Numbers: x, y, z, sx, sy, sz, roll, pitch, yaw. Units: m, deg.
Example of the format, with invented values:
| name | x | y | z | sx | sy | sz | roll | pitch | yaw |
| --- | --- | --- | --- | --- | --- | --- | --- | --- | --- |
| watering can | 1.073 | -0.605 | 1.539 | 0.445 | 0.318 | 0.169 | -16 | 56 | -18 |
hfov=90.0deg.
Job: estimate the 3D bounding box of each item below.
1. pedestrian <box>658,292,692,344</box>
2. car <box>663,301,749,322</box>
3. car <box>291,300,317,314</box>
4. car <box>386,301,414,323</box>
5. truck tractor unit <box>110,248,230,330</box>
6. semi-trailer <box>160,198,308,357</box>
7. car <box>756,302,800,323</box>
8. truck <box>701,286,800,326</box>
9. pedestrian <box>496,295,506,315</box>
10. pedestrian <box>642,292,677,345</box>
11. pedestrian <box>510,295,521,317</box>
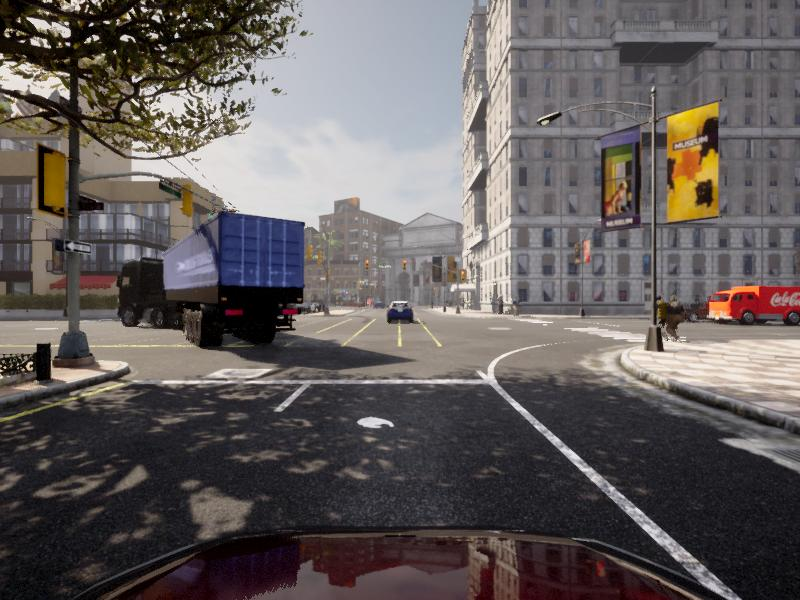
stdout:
| name | x | y | z | sx | sy | sz | roll | pitch | yaw |
| --- | --- | --- | --- | --- | --- | --- | --- | --- | --- |
| pedestrian | 9.961 | 0.636 | 14.511 | 0.751 | 1.860 | 0.751 | 0 | 0 | 6 |
| car | 22.330 | 0.844 | 29.310 | 4.892 | 1.490 | 1.837 | 0 | 0 | 0 |
| car | -11.489 | 0.825 | 48.237 | 2.038 | 1.542 | 4.974 | 0 | 0 | 0 |
| car | 0.009 | 0.852 | 29.791 | 1.970 | 1.475 | 3.806 | 0 | 0 | 0 |
| truck tractor unit | -13.468 | -0.535 | 23.382 | 6.516 | 4.208 | 3.053 | 0 | -1 | 28 |
| semi-trailer | -8.230 | -0.630 | 17.617 | 2.717 | 4.402 | 14.254 | 0 | 0 | -36 |
| car | 29.673 | 0.894 | 29.345 | 5.357 | 1.411 | 2.033 | 0 | 0 | 0 |
| truck | 23.036 | 0.356 | 25.821 | 5.204 | 2.467 | 2.627 | 0 | 0 | -1 |
| pedestrian | 9.606 | 0.484 | 38.139 | 0.751 | 1.860 | 0.751 | 0 | 0 | -7 |
| pedestrian | 9.242 | 0.637 | 14.281 | 0.751 | 1.860 | 0.751 | 0 | 0 | -7 |
| pedestrian | 9.947 | 0.534 | 34.454 | 0.751 | 1.860 | 0.751 | 0 | 0 | -1 |
